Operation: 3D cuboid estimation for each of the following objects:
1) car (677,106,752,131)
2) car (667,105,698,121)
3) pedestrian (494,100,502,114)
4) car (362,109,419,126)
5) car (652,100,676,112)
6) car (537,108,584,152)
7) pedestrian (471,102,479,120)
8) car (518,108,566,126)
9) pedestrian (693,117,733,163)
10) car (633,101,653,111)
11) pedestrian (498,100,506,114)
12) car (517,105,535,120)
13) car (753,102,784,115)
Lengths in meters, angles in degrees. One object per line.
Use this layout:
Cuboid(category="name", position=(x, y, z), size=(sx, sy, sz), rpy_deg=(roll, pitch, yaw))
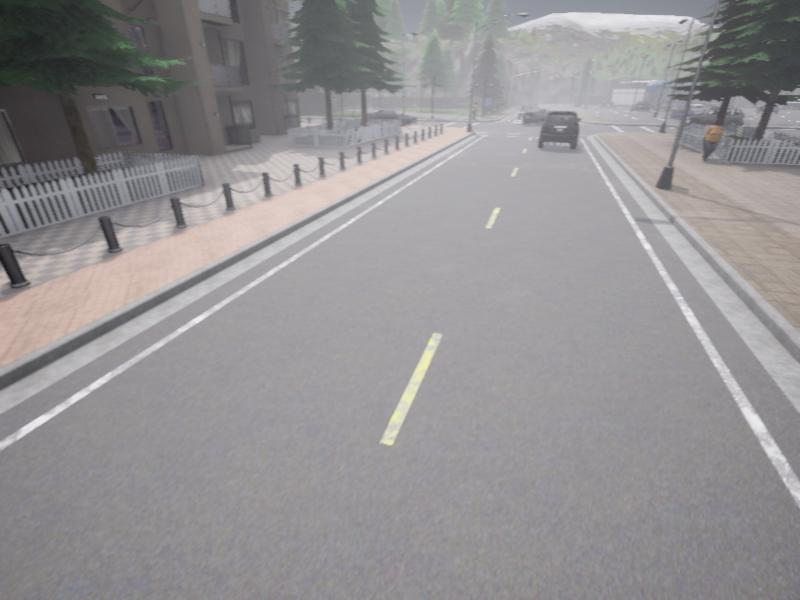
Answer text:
Cuboid(category="car", position=(27.636, -16.077, 35.383), size=(4.605, 1.855, 1.932), rpy_deg=(9, 29, 17))
Cuboid(category="car", position=(32.987, -21.932, 46.819), size=(1.845, 1.501, 3.633), rpy_deg=(9, 29, 17))
Cuboid(category="pedestrian", position=(14.108, -27.765, 57.578), size=(0.751, 1.860, 0.751), rpy_deg=(10, 29, 18))
Cuboid(category="car", position=(-0.955, -18.744, 41.091), size=(5.357, 1.411, 2.033), rpy_deg=(9, 29, 17))
Cuboid(category="car", position=(44.547, -32.853, 67.733), size=(2.152, 1.636, 5.027), rpy_deg=(9, 29, 17))
Cuboid(category="car", position=(9.903, -10.676, 24.867), size=(2.150, 2.045, 5.566), rpy_deg=(9, 29, 17))
Cuboid(category="pedestrian", position=(8.467, -21.328, 45.193), size=(0.751, 1.860, 0.751), rpy_deg=(1, 27, 2))
Cuboid(category="car", position=(14.776, -19.072, 41.632), size=(4.792, 1.488, 2.163), rpy_deg=(-18, 33, -31))
Cuboid(category="pedestrian", position=(13.956, -7.153, 17.879), size=(0.751, 1.860, 0.751), rpy_deg=(9, 29, 16))
Cuboid(category="car", position=(41.568, -33.297, 68.613), size=(2.007, 1.523, 4.514), rpy_deg=(9, 29, 17))
Cuboid(category="pedestrian", position=(14.696, -27.681, 57.416), size=(0.751, 1.860, 0.751), rpy_deg=(13, 30, 23))
Cuboid(category="car", position=(16.128, -23.970, 50.987), size=(1.789, 1.549, 3.705), rpy_deg=(9, 29, 17))
Cuboid(category="car", position=(53.197, -27.728, 57.827), size=(1.845, 1.501, 3.633), rpy_deg=(9, 29, 17))
